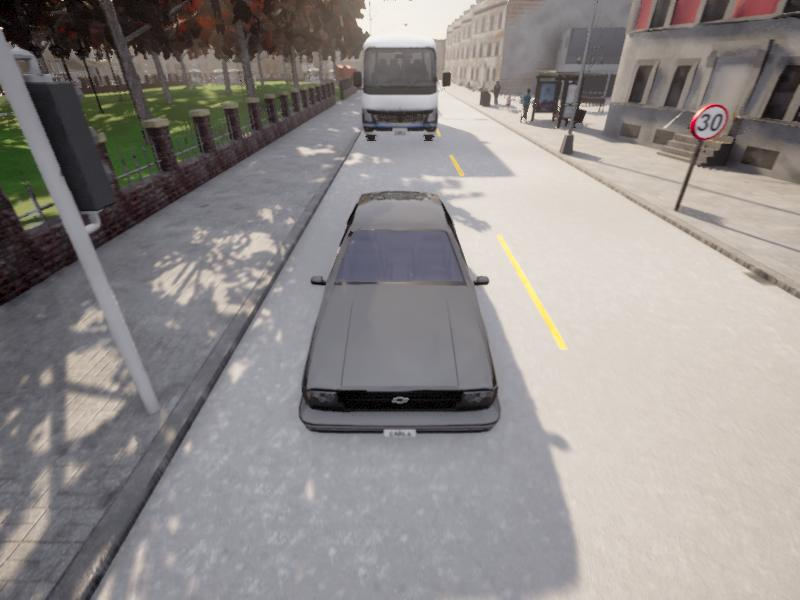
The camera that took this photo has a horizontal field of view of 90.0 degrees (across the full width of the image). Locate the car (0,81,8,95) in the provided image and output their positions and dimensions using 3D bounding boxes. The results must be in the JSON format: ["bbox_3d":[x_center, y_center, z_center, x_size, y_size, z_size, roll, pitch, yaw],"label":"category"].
[{"bbox_3d":[-49.299,-24.821,46.976,1.812,1.442,4.674,0,30,0],"label":"car"}]

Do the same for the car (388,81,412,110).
[{"bbox_3d":[-0.005,-17.217,33.540,1.905,1.878,3.866,0,31,0],"label":"car"}]

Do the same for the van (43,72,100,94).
[{"bbox_3d":[-45.294,-30.133,55.494,2.351,2.431,6.366,0,30,0],"label":"van"}]

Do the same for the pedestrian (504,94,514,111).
[{"bbox_3d":[8.019,-14.545,29.511,0.500,1.100,0.500,3,30,5],"label":"pedestrian"}]

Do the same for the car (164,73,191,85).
[{"bbox_3d":[-45.301,-45.215,81.675,2.150,2.045,5.566,0,30,0],"label":"car"}]

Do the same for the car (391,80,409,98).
[{"bbox_3d":[-0.008,-24.155,45.649,1.930,1.638,5.238,0,30,0],"label":"car"}]

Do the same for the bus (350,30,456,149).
[{"bbox_3d":[0.118,-10.920,20.440,3.944,4.253,10.273,0,31,0],"label":"bus"}]

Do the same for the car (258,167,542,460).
[{"bbox_3d":[-0.001,-0.535,5.531,2.033,1.411,5.357,0,30,0],"label":"car"}]

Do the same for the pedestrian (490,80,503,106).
[{"bbox_3d":[8.176,-17.500,33.808,0.751,1.860,0.751,1,30,3],"label":"pedestrian"}]

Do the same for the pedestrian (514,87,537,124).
[{"bbox_3d":[7.220,-11.179,23.006,0.751,1.860,0.751,-4,31,-7],"label":"pedestrian"}]

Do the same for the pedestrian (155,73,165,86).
[{"bbox_3d":[-39.946,-36.692,66.599,0.751,1.860,0.751,0,30,0],"label":"pedestrian"}]
